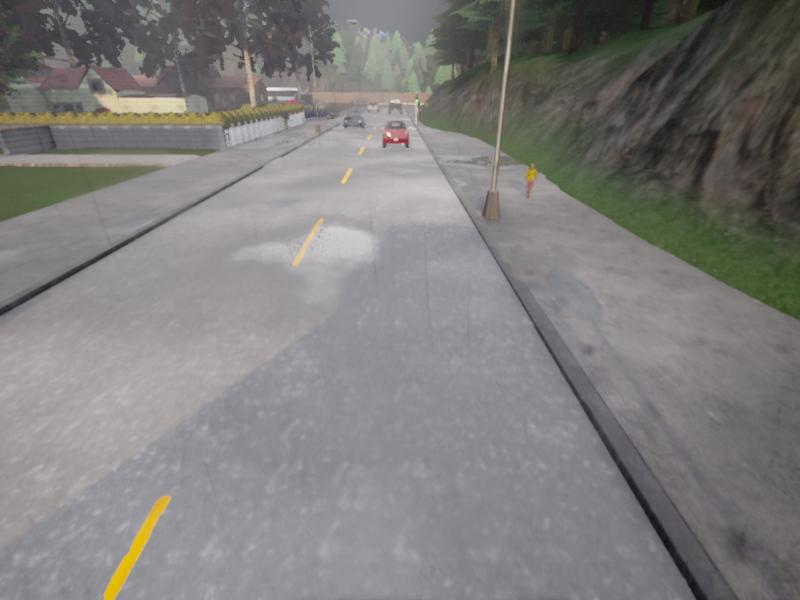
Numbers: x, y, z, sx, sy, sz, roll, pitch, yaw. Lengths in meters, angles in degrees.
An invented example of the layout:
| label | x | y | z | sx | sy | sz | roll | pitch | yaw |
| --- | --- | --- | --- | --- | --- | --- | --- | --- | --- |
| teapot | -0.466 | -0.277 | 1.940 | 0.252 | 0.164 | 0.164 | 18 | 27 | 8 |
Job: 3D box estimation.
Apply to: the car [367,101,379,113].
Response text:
| label | x | y | z | sx | sy | sz | roll | pitch | yaw |
| --- | --- | --- | --- | --- | --- | --- | --- | --- | --- |
| car | -4.843 | -35.229 | 72.823 | 1.932 | 1.855 | 4.605 | 0 | 27 | -1 |

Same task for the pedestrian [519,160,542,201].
| label | x | y | z | sx | sy | sz | roll | pitch | yaw |
| --- | --- | --- | --- | --- | --- | --- | --- | --- | --- |
| pedestrian | 3.998 | -3.671 | 12.250 | 0.500 | 1.100 | 0.500 | 8 | 28 | 14 |

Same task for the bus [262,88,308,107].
| label | x | y | z | sx | sy | sz | roll | pitch | yaw |
| --- | --- | --- | --- | --- | --- | --- | --- | --- | --- |
| bus | -28.999 | -51.382 | 101.432 | 10.273 | 4.253 | 3.944 | 0 | 27 | -1 |

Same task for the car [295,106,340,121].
| label | x | y | z | sx | sy | sz | roll | pitch | yaw |
| --- | --- | --- | --- | --- | --- | --- | --- | --- | --- |
| car | -10.450 | -23.691 | 50.709 | 5.027 | 1.651 | 2.152 | 3 | 27 | 6 |

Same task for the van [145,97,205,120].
| label | x | y | z | sx | sy | sz | roll | pitch | yaw |
| --- | --- | --- | --- | --- | --- | --- | --- | --- | --- |
| van | -28.392 | -24.197 | 50.627 | 5.915 | 2.561 | 1.988 | 0 | 27 | -1 |

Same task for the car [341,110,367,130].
| label | x | y | z | sx | sy | sz | roll | pitch | yaw |
| --- | --- | --- | --- | --- | --- | --- | --- | --- | --- |
| car | -4.430 | -17.722 | 39.268 | 2.038 | 1.542 | 4.974 | 0 | 27 | -1 |

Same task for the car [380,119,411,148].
| label | x | y | z | sx | sy | sz | roll | pitch | yaw |
| --- | --- | --- | --- | --- | --- | --- | --- | --- | --- |
| car | -0.282 | -10.863 | 25.986 | 1.845 | 1.501 | 3.633 | 0 | 27 | -1 |

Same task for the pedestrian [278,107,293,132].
| label | x | y | z | sx | sy | sz | roll | pitch | yaw |
| --- | --- | --- | --- | --- | --- | --- | --- | --- | --- |
| pedestrian | -9.626 | -15.220 | 33.751 | 0.751 | 1.860 | 0.751 | 3 | 27 | 6 |

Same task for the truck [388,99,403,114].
| label | x | y | z | sx | sy | sz | roll | pitch | yaw |
| --- | --- | --- | --- | --- | --- | --- | --- | --- | --- |
| truck | -0.795 | -33.260 | 68.773 | 2.390 | 2.098 | 6.274 | 0 | 27 | -1 |
